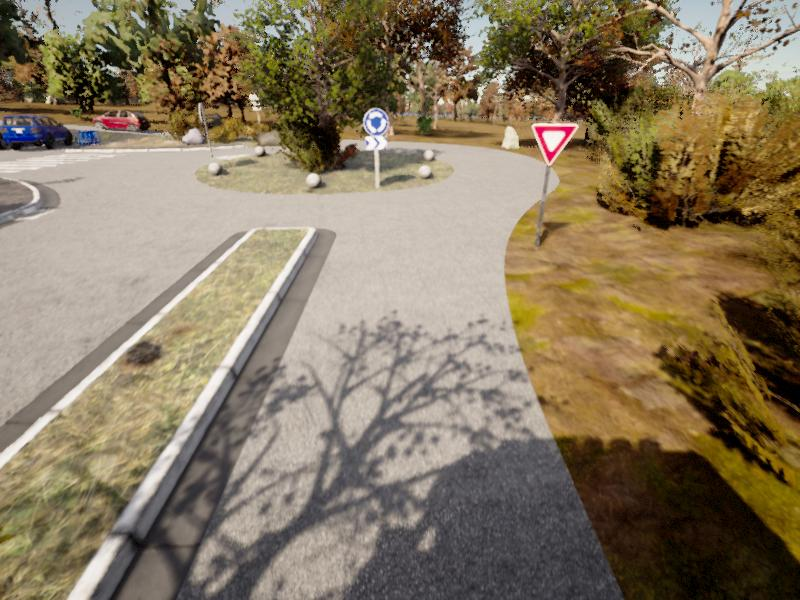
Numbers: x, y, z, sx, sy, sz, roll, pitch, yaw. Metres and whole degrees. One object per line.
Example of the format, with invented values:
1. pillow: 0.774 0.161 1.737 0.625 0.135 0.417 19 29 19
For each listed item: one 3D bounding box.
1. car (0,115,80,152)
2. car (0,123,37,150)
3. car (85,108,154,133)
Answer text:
1. car: -24.389 -11.349 27.038 2.435 2.045 5.566 -9 26 -17
2. car: -27.393 -11.125 27.166 2.231 1.521 4.892 -8 26 -18
3. car: -22.911 -14.741 32.817 3.988 1.617 1.851 4 25 0
